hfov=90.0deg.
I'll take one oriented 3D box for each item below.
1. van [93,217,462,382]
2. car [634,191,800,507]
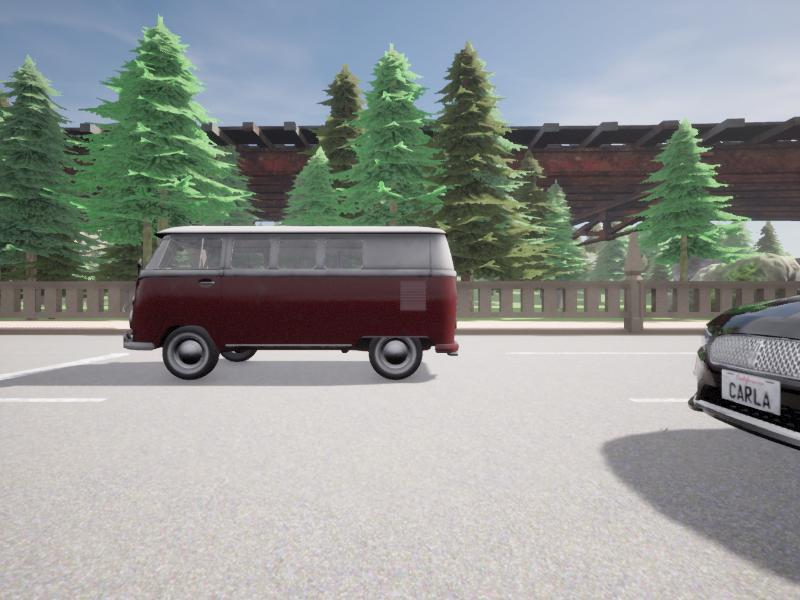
[{"bbox_3d":[-1.470,-0.002,5.700,4.442,1.987,1.775,0,0,0],"label":"van"},{"bbox_3d":[4.363,0.237,2.200,4.902,1.511,2.128,0,0,0],"label":"car"}]
